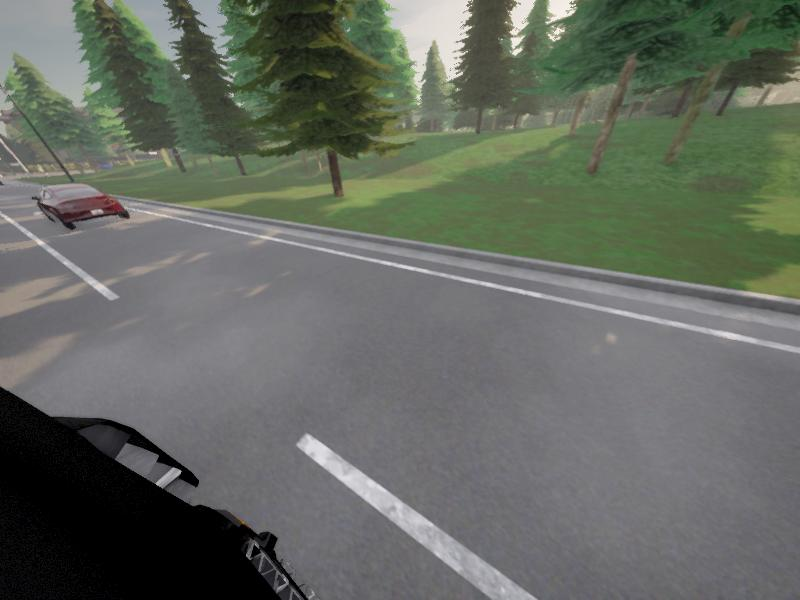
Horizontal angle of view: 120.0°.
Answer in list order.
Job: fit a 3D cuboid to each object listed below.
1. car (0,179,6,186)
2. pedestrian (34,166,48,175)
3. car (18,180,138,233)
[{"bbox_3d":[-55.217,-16.079,30.741,5.238,1.638,1.930,16,38,26],"label":"car"},{"bbox_3d":[-80.438,-29.002,51.740,0.751,1.860,0.751,11,36,20],"label":"pedestrian"},{"bbox_3d":[-13.646,-4.102,9.797,4.674,1.442,1.812,16,38,26],"label":"car"}]
